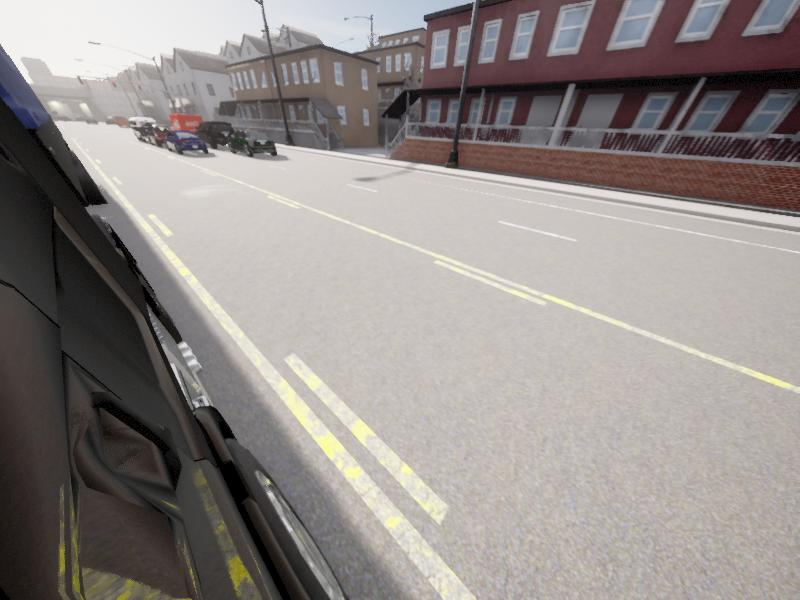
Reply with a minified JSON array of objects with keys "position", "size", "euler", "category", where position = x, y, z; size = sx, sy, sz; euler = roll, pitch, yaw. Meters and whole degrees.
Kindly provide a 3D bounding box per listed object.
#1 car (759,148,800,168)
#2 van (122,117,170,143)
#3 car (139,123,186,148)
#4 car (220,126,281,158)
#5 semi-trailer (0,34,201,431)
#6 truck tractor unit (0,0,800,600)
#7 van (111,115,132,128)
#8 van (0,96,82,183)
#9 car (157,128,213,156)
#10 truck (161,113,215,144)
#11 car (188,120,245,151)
[{"position":[57.395,-20.470,33.393],"size":[2.150,2.045,5.566],"euler":[-19,42,-27],"category":"car"},{"position":[-26.352,-17.678,24.010],"size":[4.480,2.038,2.069],"euler":[28,44,30],"category":"van"},{"position":[-21.682,-14.986,21.059],"size":[3.988,1.617,1.851],"euler":[28,44,30],"category":"car"},{"position":[-11.790,-12.477,18.172],"size":[4.553,1.767,2.097],"euler":[28,44,30],"category":"car"},{"position":[-8.657,-3.626,4.277],"size":[14.254,4.402,2.717],"euler":[29,44,30],"category":"semi-trailer"},{"position":[-2.645,-0.295,0.352],"size":[6.516,4.208,3.053],"euler":[28,44,30],"category":"truck tractor unit"},{"position":[-60.800,-38.944,50.399],"size":[4.442,1.987,1.775],"euler":[28,44,30],"category":"van"},{"position":[-16.357,-7.024,9.923],"size":[5.915,2.561,1.988],"euler":[28,44,30],"category":"van"},{"position":[-16.466,-12.102,17.658],"size":[4.674,1.442,1.812],"euler":[28,44,30],"category":"car"},{"position":[-23.355,-18.886,25.468],"size":[5.204,2.467,2.627],"euler":[29,44,31],"category":"truck"},{"position":[-17.307,-15.535,21.712],"size":[5.566,2.045,2.150],"euler":[28,44,30],"category":"car"}]
